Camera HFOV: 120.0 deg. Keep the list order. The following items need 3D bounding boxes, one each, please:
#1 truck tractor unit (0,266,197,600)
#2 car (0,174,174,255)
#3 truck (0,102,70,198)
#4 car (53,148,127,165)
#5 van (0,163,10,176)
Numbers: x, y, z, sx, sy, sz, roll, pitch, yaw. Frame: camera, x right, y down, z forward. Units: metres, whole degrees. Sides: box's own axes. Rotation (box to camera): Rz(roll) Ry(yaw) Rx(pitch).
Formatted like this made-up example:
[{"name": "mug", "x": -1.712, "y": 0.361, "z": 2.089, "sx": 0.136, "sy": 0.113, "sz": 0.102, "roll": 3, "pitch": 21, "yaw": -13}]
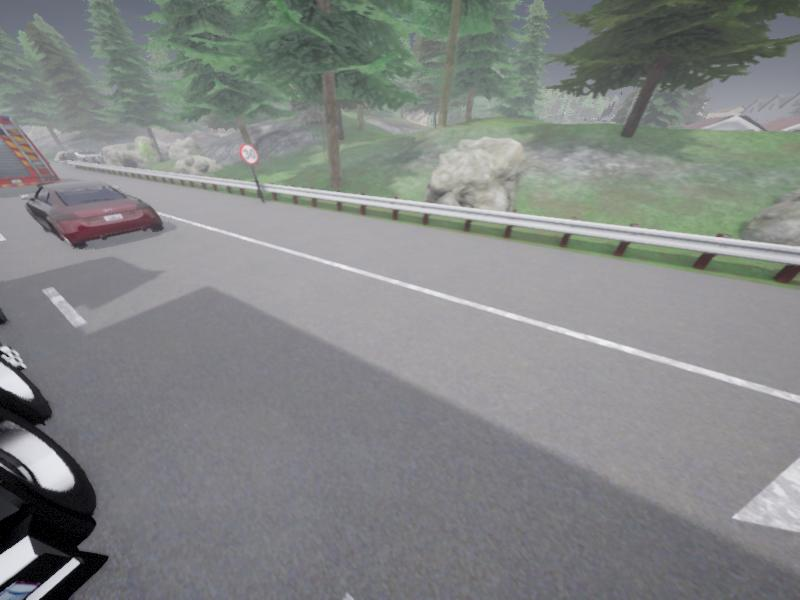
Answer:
[{"name": "truck tractor unit", "x": -5.114, "y": -0.298, "z": 0.780, "sx": 6.516, "sy": 4.208, "sz": 3.053, "roll": 18, "pitch": 39, "yaw": 24}, {"name": "car", "x": -9.275, "y": -2.763, "z": 6.886, "sx": 4.181, "sy": 1.385, "sz": 1.994, "roll": 18, "pitch": 38, "yaw": 24}, {"name": "truck", "x": -23.134, "y": -8.282, "z": 12.757, "sx": 8.468, "sy": 3.827, "sz": 2.891, "roll": 18, "pitch": 38, "yaw": 24}, {"name": "car", "x": -38.120, "y": -17.789, "z": 28.612, "sx": 2.038, "sy": 1.542, "sz": 4.974, "roll": 15, "pitch": 37, "yaw": 21}, {"name": "van", "x": -34.840, "y": -11.349, "z": 18.799, "sx": 4.480, "sy": 2.038, "sz": 2.069, "roll": 18, "pitch": 39, "yaw": 25}]
